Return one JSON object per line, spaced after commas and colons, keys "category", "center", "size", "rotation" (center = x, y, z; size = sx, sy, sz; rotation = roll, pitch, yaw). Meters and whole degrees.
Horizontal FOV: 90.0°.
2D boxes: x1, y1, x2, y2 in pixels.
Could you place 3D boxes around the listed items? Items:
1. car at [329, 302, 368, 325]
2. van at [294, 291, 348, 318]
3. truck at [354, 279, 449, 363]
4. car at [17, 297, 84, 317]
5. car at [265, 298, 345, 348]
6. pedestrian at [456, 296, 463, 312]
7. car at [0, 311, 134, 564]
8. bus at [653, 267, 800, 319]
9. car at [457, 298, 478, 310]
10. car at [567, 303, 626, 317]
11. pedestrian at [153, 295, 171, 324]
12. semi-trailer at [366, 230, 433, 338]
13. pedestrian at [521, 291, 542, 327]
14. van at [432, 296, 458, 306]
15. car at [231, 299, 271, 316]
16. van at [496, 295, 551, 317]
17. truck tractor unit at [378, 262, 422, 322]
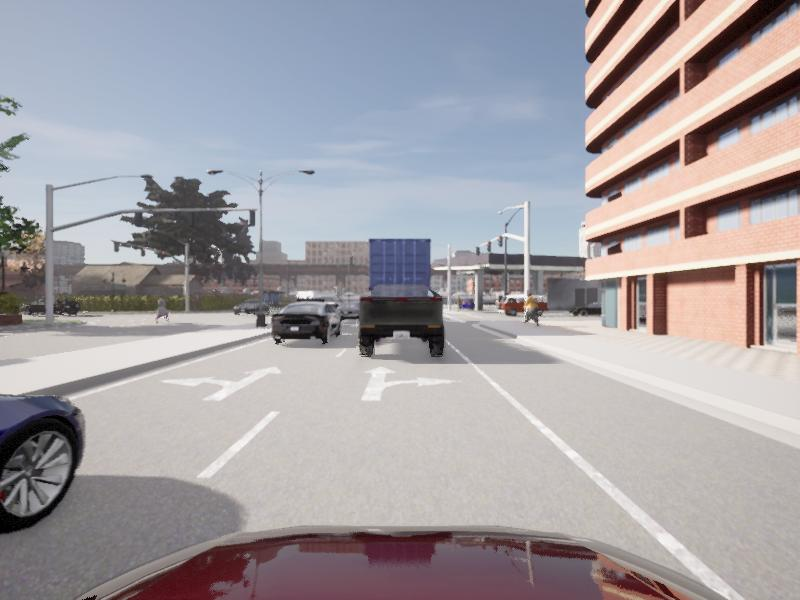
{"category": "car", "center": [-3.475, 0.864, 28.086], "size": [2.033, 1.411, 5.357], "rotation": [0, 0, 0]}
{"category": "van", "center": [-7.811, 0.337, 38.767], "size": [2.351, 2.431, 6.366], "rotation": [-1, 1, -40]}
{"category": "truck", "center": [0.030, 0.528, 13.136], "size": [2.390, 2.098, 6.274], "rotation": [0, 0, 0]}
{"category": "car", "center": [-33.109, 0.611, 37.978], "size": [4.605, 1.855, 1.932], "rotation": [0, 0, 0]}
{"category": "car", "center": [-3.490, 0.754, 15.831], "size": [1.930, 1.638, 5.238], "rotation": [0, 0, 0]}
{"category": "pedestrian", "center": [7.006, 0.437, 47.187], "size": [0.751, 1.860, 0.751], "rotation": [0, 0, 1]}
{"category": "car", "center": [-3.498, 0.850, 1.229], "size": [2.163, 1.488, 4.792], "rotation": [0, 0, 0]}
{"category": "bus", "center": [28.389, -0.572, 34.792], "size": [10.273, 4.253, 3.944], "rotation": [0, 0, -1]}
{"category": "car", "center": [9.755, 0.574, 58.128], "size": [2.242, 1.667, 4.611], "rotation": [0, 0, 0]}
{"category": "car", "center": [18.570, 0.902, 37.991], "size": [4.718, 1.301, 1.895], "rotation": [0, 0, -1]}
{"category": "pedestrian", "center": [-15.576, 0.608, 26.178], "size": [0.751, 1.860, 0.751], "rotation": [0, 0, 5]}
{"category": "semi-trailer", "center": [0.005, -0.643, 23.364], "size": [2.717, 4.402, 14.254], "rotation": [0, 0, 0]}
{"category": "pedestrian", "center": [6.921, 0.461, 21.068], "size": [0.751, 1.860, 0.751], "rotation": [0, 0, -38]}
{"category": "van", "center": [10.847, 0.215, 97.021], "size": [5.915, 2.561, 1.988], "rotation": [0, 0, 0]}
{"category": "car", "center": [-14.967, 0.736, 40.571], "size": [2.152, 1.651, 5.027], "rotation": [0, 0, 0]}
{"category": "van", "center": [11.645, 0.529, 37.928], "size": [4.480, 2.038, 2.069], "rotation": [0, 0, -2]}
{"category": "truck tractor unit", "center": [0.018, -0.554, 31.277], "size": [3.053, 4.208, 6.516], "rotation": [0, 0, 0]}
